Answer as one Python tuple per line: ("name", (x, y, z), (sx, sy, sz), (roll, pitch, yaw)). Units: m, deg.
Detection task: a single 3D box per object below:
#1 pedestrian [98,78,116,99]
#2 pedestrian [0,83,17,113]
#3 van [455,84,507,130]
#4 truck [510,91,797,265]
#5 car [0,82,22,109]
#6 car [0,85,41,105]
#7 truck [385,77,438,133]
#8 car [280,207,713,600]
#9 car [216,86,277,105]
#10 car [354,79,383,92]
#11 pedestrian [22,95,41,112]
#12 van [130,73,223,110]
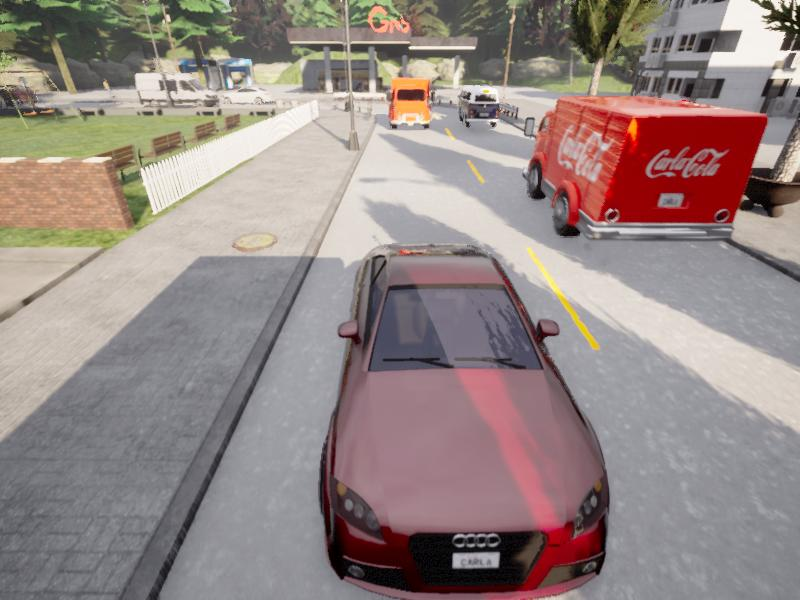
("pedestrian", (-30.157, -21.802, 41.176), (0.751, 1.860, 0.751), (-4, 31, -7))
("pedestrian", (-28.215, -14.268, 28.290), (0.751, 1.860, 0.751), (1, 30, 1))
("van", (4.596, -11.443, 23.558), (2.069, 2.038, 4.480), (0, 30, 0))
("truck", (4.480, -3.002, 8.695), (2.627, 2.467, 5.204), (0, 30, 0))
("car", (-34.186, -16.804, 32.846), (3.866, 1.878, 1.905), (0, 30, 0))
("car", (-35.559, -18.682, 36.388), (3.705, 1.549, 1.789), (0, 30, 0))
("truck", (0.597, -11.245, 22.792), (2.627, 2.467, 5.204), (0, 30, 1))
("car", (0.417, 0.383, 3.994), (1.994, 1.385, 4.181), (0, 30, -1))
("car", (-13.824, -18.532, 36.263), (4.674, 1.442, 1.812), (1, 30, 1))
("car", (-4.136, -28.642, 53.339), (3.633, 1.501, 1.845), (0, 30, 0))
("pedestrian", (-26.869, -14.341, 29.170), (0.500, 1.100, 0.500), (4, 31, 7))
("van", (-18.034, -17.016, 32.581), (5.915, 2.561, 1.988), (0, 30, 0))
